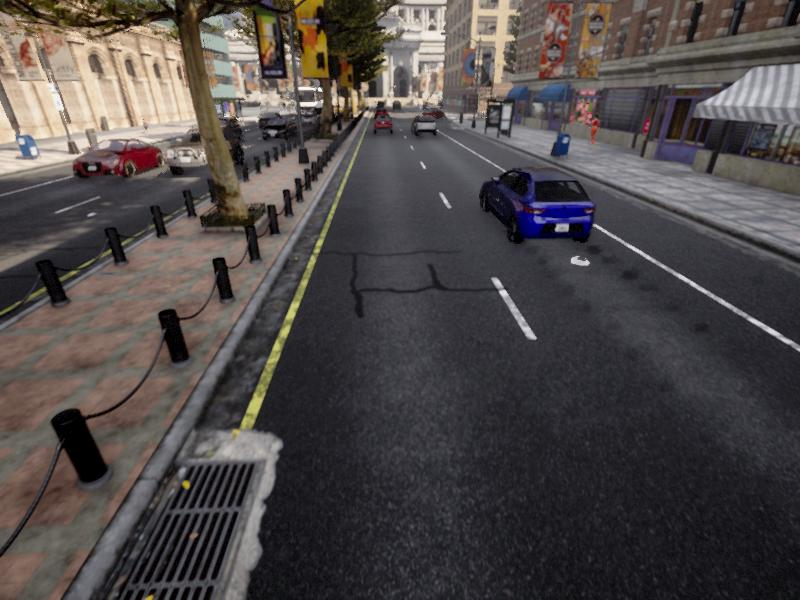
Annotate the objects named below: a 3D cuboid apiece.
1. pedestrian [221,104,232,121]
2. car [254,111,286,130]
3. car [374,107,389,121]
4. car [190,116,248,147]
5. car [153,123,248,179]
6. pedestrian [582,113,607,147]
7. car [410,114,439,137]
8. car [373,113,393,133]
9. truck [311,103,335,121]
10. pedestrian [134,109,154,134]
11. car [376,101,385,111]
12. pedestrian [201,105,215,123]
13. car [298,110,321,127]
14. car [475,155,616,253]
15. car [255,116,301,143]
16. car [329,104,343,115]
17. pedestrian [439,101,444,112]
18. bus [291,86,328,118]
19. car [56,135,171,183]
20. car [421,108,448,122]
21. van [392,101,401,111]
[{"bbox_3d":[-21.277,-22.999,49.170,0.751,1.860,0.751,-2,27,-5],"label":"pedestrian"},{"bbox_3d":[-13.305,-18.582,41.324,1.837,1.490,4.892,-1,27,-2],"label":"car"},{"bbox_3d":[-2.535,-25.750,55.271,2.007,1.525,4.514,-1,27,-2],"label":"car"},{"bbox_3d":[-12.623,-12.012,28.344,2.033,1.649,4.856,-1,27,-3],"label":"car"},{"bbox_3d":[-8.578,-6.749,17.786,1.932,1.855,4.605,-1,27,-2],"label":"car"},{"bbox_3d":[11.973,-10.481,24.678,0.751,1.860,0.751,-3,27,-6],"label":"pedestrian"},{"bbox_3d":[2.065,-15.099,34.464,2.007,1.525,4.514,-1,27,-2],"label":"car"},{"bbox_3d":[-1.576,-16.431,37.036,1.789,1.549,3.705,-1,27,-2],"label":"car"},{"bbox_3d":[-10.567,-26.274,55.680,2.390,2.098,6.274,-1,27,-2],"label":"truck"},{"bbox_3d":[-21.045,-14.679,32.921,0.751,1.860,0.751,-8,28,-15],"label":"pedestrian"},{"bbox_3d":[-4.180,-41.992,86.603,1.905,1.878,3.866,-1,27,-2],"label":"car"},{"bbox_3d":[-21.983,-21.263,45.781,0.751,1.860,0.751,4,27,8],"label":"pedestrian"},{"bbox_3d":[-9.945,-20.039,44.123,1.845,1.501,3.633,-1,27,-2],"label":"car"},{"bbox_3d":[3.339,-2.653,10.210,1.816,1.474,4.193,-1,27,-2],"label":"car"},{"bbox_3d":[-9.249,-13.222,30.823,2.128,1.511,4.902,-1,28,-2],"label":"car"},{"bbox_3d":[-11.414,-34.293,71.908,1.801,1.575,5.366,-1,27,-2],"label":"car"},{"bbox_3d":[7.868,-36.673,75.837,0.751,1.860,0.751,-9,29,-18],"label":"pedestrian"},{"bbox_3d":[-14.450,-32.177,64.852,3.944,4.253,10.273,-1,27,-2],"label":"bus"},{"bbox_3d":[-12.043,-6.184,17.243,1.994,1.385,4.181,-1,27,-2],"label":"car"},{"bbox_3d":[4.583,-24.325,52.446,1.789,1.549,3.705,17,32,32],"label":"car"},{"bbox_3d":[-0.725,-42.060,86.618,1.775,1.987,4.442,-1,27,-2],"label":"van"}]
